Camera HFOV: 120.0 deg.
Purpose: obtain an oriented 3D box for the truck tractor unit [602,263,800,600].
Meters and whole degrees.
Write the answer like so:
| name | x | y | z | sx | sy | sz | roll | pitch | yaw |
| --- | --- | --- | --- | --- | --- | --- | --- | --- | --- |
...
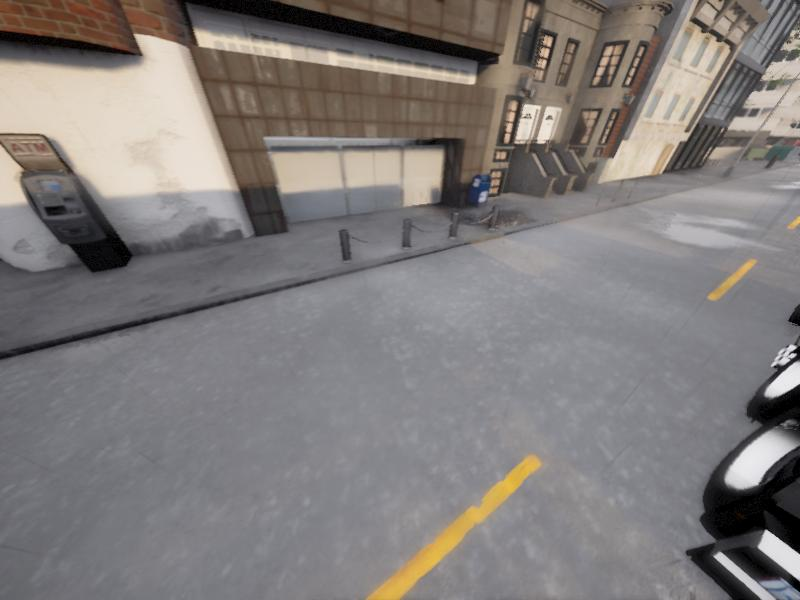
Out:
| name | x | y | z | sx | sy | sz | roll | pitch | yaw |
| --- | --- | --- | --- | --- | --- | --- | --- | --- | --- |
| truck tractor unit | 5.113 | -0.298 | 0.785 | 6.516 | 4.208 | 3.053 | -18 | 39 | -24 |
